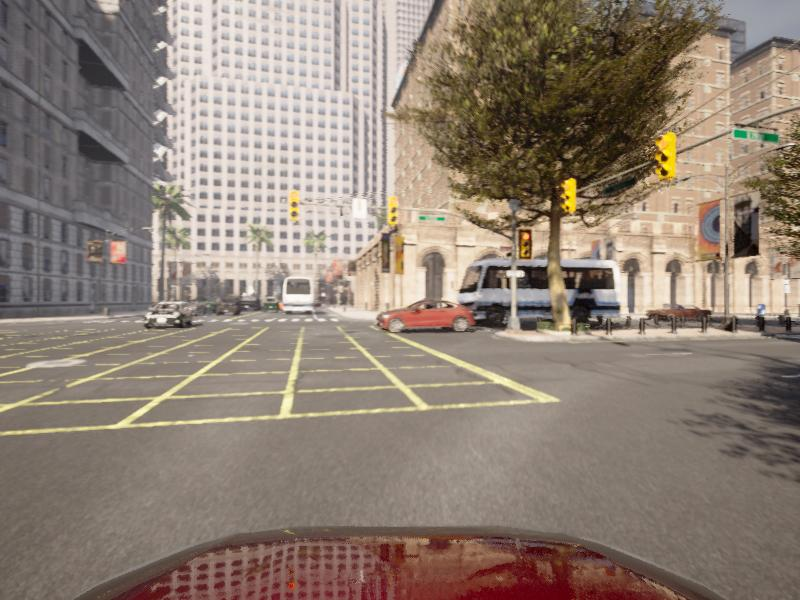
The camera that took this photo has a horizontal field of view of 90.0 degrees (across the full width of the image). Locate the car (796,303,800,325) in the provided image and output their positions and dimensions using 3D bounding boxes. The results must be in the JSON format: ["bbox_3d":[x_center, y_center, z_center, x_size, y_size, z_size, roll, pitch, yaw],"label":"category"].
[{"bbox_3d":[29.516,0.930,26.820,4.892,1.490,1.837,0,0,-13],"label":"car"}]

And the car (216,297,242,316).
[{"bbox_3d":[-17.874,0.658,41.923,1.905,1.878,3.866,0,0,-13],"label":"car"}]

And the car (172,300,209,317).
[{"bbox_3d":[-21.165,0.785,40.641,2.152,1.651,5.027,0,0,-13],"label":"car"}]

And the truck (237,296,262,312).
[{"bbox_3d":[-21.139,0.565,56.492,2.390,2.098,6.274,0,0,-12],"label":"truck"}]

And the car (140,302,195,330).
[{"bbox_3d":[-13.250,0.853,23.046,1.970,1.475,3.806,0,0,-18],"label":"car"}]

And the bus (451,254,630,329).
[{"bbox_3d":[8.788,-0.489,25.685,10.273,4.253,3.944,0,0,-11],"label":"bus"}]

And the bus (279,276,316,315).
[{"bbox_3d":[-12.410,-0.498,48.927,3.944,4.253,10.273,0,1,-13],"label":"bus"}]

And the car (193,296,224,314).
[{"bbox_3d":[-22.858,0.579,48.058,2.150,2.045,5.566,0,0,-13],"label":"car"}]

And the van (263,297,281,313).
[{"bbox_3d":[-16.501,0.620,51.736,1.775,1.987,4.442,0,-1,-13],"label":"van"}]

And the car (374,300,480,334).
[{"bbox_3d":[1.303,0.805,20.494,5.027,1.651,2.152,0,0,-12],"label":"car"}]

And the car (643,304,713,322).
[{"bbox_3d":[22.278,1.016,32.115,4.718,1.301,1.895,0,0,-13],"label":"car"}]
